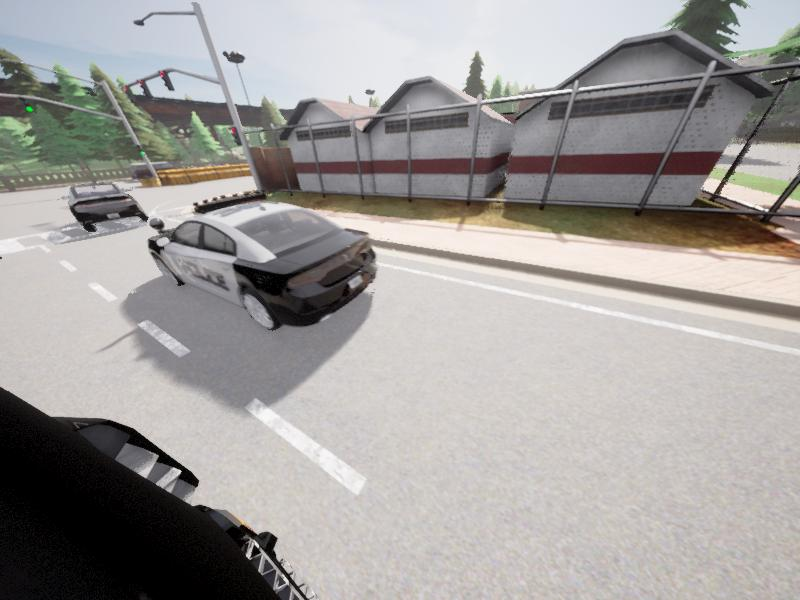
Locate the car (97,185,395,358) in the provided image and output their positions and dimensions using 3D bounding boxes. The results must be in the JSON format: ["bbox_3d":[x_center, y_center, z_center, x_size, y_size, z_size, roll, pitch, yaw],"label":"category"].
[{"bbox_3d":[-2.881,-1.054,4.321,5.238,1.638,1.930,15,38,26],"label":"car"}]

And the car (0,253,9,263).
[{"bbox_3d":[-13.522,-1.768,6.131,4.553,1.767,2.097,13,37,23],"label":"car"}]

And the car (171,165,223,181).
[{"bbox_3d":[-24.877,-15.736,28.531,1.994,1.385,4.181,14,37,25],"label":"car"}]

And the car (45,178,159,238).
[{"bbox_3d":[-12.607,-4.148,9.906,4.902,1.511,2.128,23,42,34],"label":"car"}]

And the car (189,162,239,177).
[{"bbox_3d":[-26.142,-18.541,32.739,2.128,1.511,4.902,14,37,25],"label":"car"}]

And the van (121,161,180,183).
[{"bbox_3d":[-31.985,-16.590,29.843,1.775,1.987,4.442,14,37,25],"label":"van"}]
